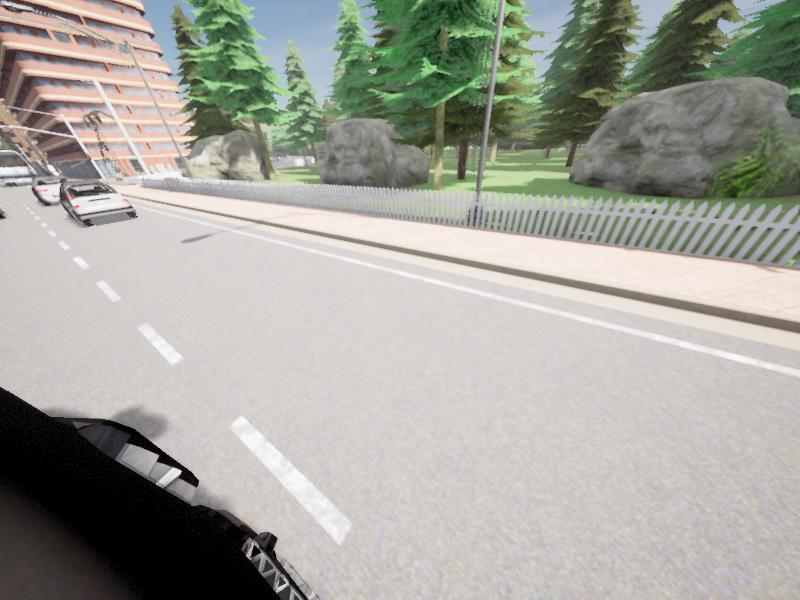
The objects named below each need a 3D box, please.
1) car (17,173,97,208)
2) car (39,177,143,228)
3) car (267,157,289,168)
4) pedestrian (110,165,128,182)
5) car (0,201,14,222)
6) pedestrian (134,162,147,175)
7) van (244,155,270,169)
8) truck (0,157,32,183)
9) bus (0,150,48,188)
[{"bbox_3d":[-23.904,-7.740,16.110,4.611,1.667,2.242,18,39,28],"label":"car"},{"bbox_3d":[-14.172,-4.598,10.628,3.988,1.617,1.851,18,39,28],"label":"car"},{"bbox_3d":[-23.507,-26.541,44.609,1.816,1.474,4.193,-1,33,3],"label":"car"},{"bbox_3d":[-36.703,-16.574,30.192,0.751,1.860,0.751,24,42,34],"label":"pedestrian"},{"bbox_3d":[-22.322,-4.859,11.766,4.902,1.511,2.128,18,39,28],"label":"car"},{"bbox_3d":[-44.091,-22.309,39.242,0.751,1.860,0.751,27,44,37],"label":"pedestrian"},{"bbox_3d":[-27.041,-26.138,43.820,1.775,1.987,4.442,0,34,4],"label":"van"},{"bbox_3d":[-73.920,-24.552,43.615,8.468,3.827,2.891,18,39,28],"label":"truck"},{"bbox_3d":[-58.113,-19.607,34.471,10.273,4.253,3.944,18,39,28],"label":"bus"}]
